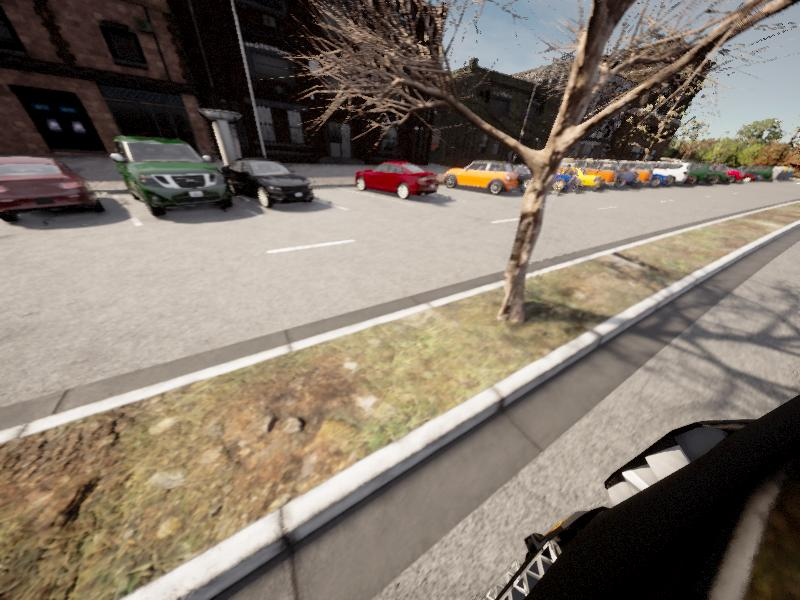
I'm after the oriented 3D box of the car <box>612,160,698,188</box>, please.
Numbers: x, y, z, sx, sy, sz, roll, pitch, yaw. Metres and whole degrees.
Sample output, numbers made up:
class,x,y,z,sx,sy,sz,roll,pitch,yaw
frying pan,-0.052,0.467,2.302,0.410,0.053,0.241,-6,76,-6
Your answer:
class,x,y,z,sx,sy,sz,roll,pitch,yaw
car,26.401,-13.382,24.294,5.566,2.045,2.435,28,41,34

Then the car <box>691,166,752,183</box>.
class,x,y,z,sx,sy,sz,roll,pitch,yaw
car,45.179,-17.838,32.724,4.553,1.767,2.185,28,41,34

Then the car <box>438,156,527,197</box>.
class,x,y,z,sx,sy,sz,roll,pitch,yaw
car,5.029,-7.930,14.608,4.553,1.767,2.185,27,41,33

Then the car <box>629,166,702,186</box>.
class,x,y,z,sx,sy,sz,roll,pitch,yaw
car,29.089,-13.820,25.621,5.008,1.535,2.097,28,41,34

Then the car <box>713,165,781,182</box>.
class,x,y,z,sx,sy,sz,roll,pitch,yaw
car,55.905,-20.586,37.466,5.566,2.045,2.435,28,41,34

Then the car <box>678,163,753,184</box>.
class,x,y,z,sx,sy,sz,roll,pitch,yaw
car,42.510,-17.297,31.469,5.566,2.045,2.435,28,41,34

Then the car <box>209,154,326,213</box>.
class,x,y,z,sx,sy,sz,roll,pitch,yaw
car,-5.581,-5.021,9.605,5.008,1.535,2.097,26,40,32

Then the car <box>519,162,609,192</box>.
class,x,y,z,sx,sy,sz,roll,pitch,yaw
car,12.883,-9.938,18.486,5.366,1.575,1.946,28,41,33

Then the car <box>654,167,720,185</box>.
class,x,y,z,sx,sy,sz,roll,pitch,yaw
car,34.465,-15.094,28.020,4.792,1.488,2.163,28,41,34

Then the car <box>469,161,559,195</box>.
class,x,y,z,sx,sy,sz,roll,pitch,yaw
car,7.685,-8.513,15.928,4.892,1.521,2.231,28,41,33

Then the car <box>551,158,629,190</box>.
class,x,y,z,sx,sy,sz,roll,pitch,yaw
car,15.797,-10.675,19.417,4.442,1.987,1.878,28,40,34

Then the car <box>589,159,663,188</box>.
class,x,y,z,sx,sy,sz,roll,pitch,yaw
car,21.157,-11.995,21.832,4.442,1.987,1.878,28,41,34

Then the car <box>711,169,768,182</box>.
class,x,y,z,sx,sy,sz,roll,pitch,yaw
car,53.226,-19.675,36.423,4.674,1.452,2.002,29,41,34

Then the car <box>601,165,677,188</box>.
class,x,y,z,sx,sy,sz,roll,pitch,yaw
car,23.737,-12.508,23.220,5.008,1.535,2.097,28,41,34

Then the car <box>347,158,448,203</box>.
class,x,y,z,sx,sy,sz,roll,pitch,yaw
car,-0.301,-6.442,12.167,5.008,1.535,2.097,27,40,32

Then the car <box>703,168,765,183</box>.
class,x,y,z,sx,sy,sz,roll,pitch,yaw
car,50.527,-19.054,35.206,5.008,1.535,2.097,29,41,34

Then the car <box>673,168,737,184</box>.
class,x,y,z,sx,sy,sz,roll,pitch,yaw
car,39.818,-16.406,30.420,4.792,1.488,2.163,28,41,34

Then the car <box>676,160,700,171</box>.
class,x,y,z,sx,sy,sz,roll,pitch,yaw
car,67.648,-31.599,54.365,2.435,2.045,5.566,30,41,34

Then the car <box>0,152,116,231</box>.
class,x,y,z,sx,sy,sz,roll,pitch,yaw
car,-10.825,-3.517,6.993,4.674,1.452,2.002,26,40,31

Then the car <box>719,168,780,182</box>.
class,x,y,z,sx,sy,sz,roll,pitch,yaw
car,58.482,-21.109,38.884,5.366,1.575,1.946,28,41,34

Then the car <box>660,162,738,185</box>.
class,x,y,z,sx,sy,sz,roll,pitch,yaw
car,37.153,-15.987,29.069,5.566,2.045,2.435,28,41,34

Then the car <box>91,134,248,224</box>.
class,x,y,z,sx,sy,sz,roll,pitch,yaw
car,-8.170,-4.492,8.146,5.566,2.045,2.435,26,39,31

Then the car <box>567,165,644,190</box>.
class,x,y,z,sx,sy,sz,roll,pitch,yaw
car,18.355,-11.177,20.842,4.792,1.488,2.163,28,41,34

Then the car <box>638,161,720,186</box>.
class,x,y,z,sx,sy,sz,roll,pitch,yaw
car,31.751,-14.693,26.693,5.566,2.045,2.435,28,41,34

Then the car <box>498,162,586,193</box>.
class,x,y,z,sx,sy,sz,roll,pitch,yaw
car,10.346,-9.202,17.175,5.008,1.535,2.097,28,40,33
